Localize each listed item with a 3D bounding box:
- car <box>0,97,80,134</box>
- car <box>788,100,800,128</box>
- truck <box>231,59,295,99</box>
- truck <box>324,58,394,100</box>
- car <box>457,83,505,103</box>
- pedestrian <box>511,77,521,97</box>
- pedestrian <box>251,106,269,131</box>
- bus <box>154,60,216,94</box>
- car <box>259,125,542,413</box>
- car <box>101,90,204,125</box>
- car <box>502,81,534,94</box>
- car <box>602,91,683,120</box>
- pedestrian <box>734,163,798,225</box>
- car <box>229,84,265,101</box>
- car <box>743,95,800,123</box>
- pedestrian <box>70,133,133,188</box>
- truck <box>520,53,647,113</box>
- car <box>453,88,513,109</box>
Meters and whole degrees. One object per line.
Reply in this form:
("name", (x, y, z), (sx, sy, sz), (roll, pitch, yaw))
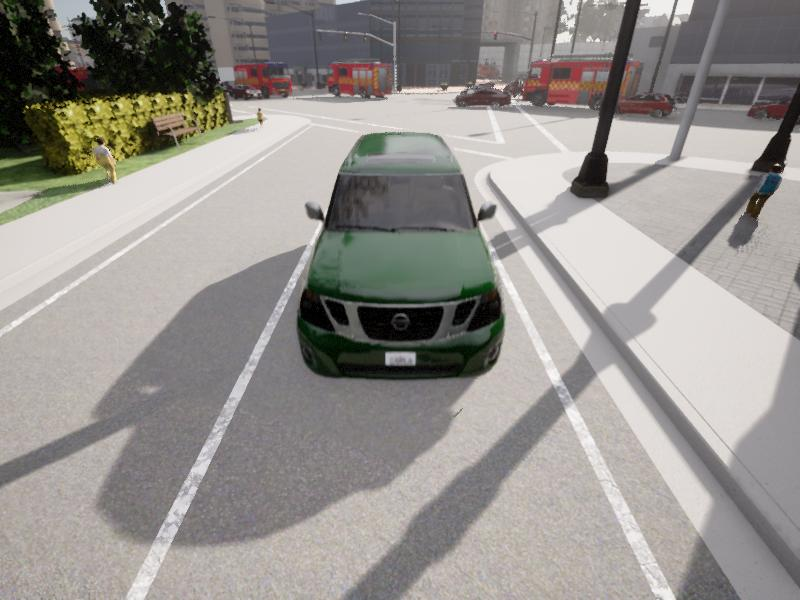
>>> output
("car", (-20.843, -10.051, 21.803), (4.792, 1.488, 2.163), (-26, 39, -37))
("car", (23.650, -9.941, 21.337), (1.970, 1.475, 3.806), (-27, 38, -38))
("truck", (-16.145, -25.878, 46.871), (2.891, 3.827, 8.468), (-27, 39, -38))
("truck", (-4.729, -25.176, 45.511), (2.891, 3.827, 8.468), (-27, 39, -38))
("car", (8.159, -21.172, 40.835), (2.038, 1.542, 4.974), (-14, 33, -23))
("pedestrian", (12.802, -23.450, 44.072), (0.751, 1.860, 0.751), (4, 31, 7))
("pedestrian", (-7.225, -9.389, 20.702), (0.500, 1.100, 0.500), (8, 31, 13))
("bus", (-33.205, -34.403, 61.720), (10.273, 4.253, 3.944), (23, 37, 35))
("car", (0.012, -1.140, 5.960), (2.150, 2.045, 5.566), (0, 30, 0))
("car", (-15.880, -12.551, 25.952), (5.027, 1.651, 2.152), (-26, 39, -37))
("car", (15.553, -27.931, 52.591), (4.181, 1.385, 1.994), (-26, 39, -37))
("car", (16.577, -13.444, 27.531), (1.816, 1.474, 4.193), (-27, 39, -38))
("pedestrian", (7.477, -2.180, 8.216), (0.500, 1.100, 0.500), (10, 32, 16))
("car", (-16.725, -22.695, 43.681), (1.970, 1.475, 3.806), (-26, 39, -37))
("car", (24.458, -11.951, 24.975), (1.994, 1.385, 4.181), (-27, 39, -38))
("pedestrian", (-8.153, -3.845, 10.998), (0.751, 1.300, 0.751), (-1, 30, -2))
("truck", (14.684, -17.901, 32.908), (2.891, 3.827, 8.468), (-27, 39, -37))
("car", (6.996, -17.058, 33.860), (4.674, 1.442, 1.812), (8, 31, 13))
